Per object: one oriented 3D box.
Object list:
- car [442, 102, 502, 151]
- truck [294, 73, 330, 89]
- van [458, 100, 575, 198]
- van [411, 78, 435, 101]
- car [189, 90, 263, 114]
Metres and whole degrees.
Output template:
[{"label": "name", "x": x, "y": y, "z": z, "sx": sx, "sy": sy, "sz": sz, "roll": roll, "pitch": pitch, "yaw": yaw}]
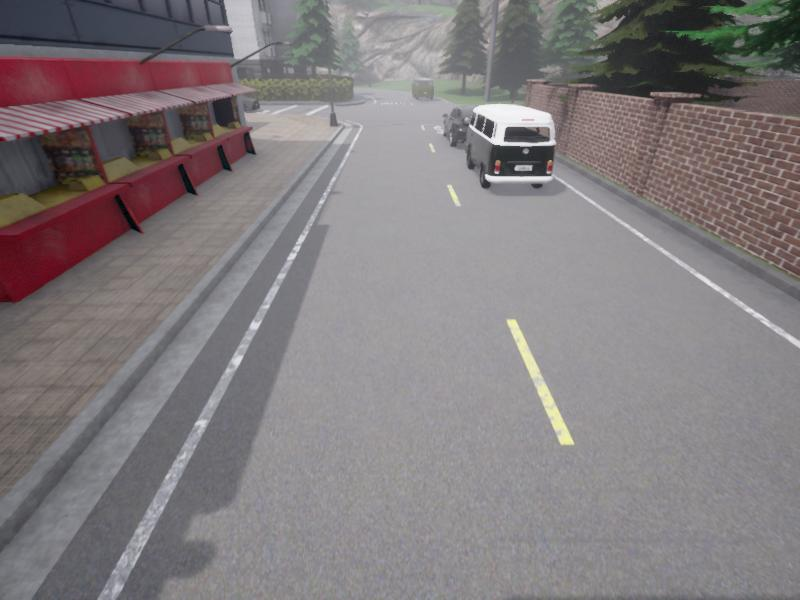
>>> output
[{"label": "car", "x": 3.111, "y": -8.042, "z": 18.305, "sx": 1.837, "sy": 1.490, "sz": 4.892, "roll": 0, "pitch": 30, "yaw": -1}, {"label": "truck", "x": -14.317, "y": -35.621, "z": 64.905, "sx": 6.274, "sy": 2.098, "sz": 2.390, "roll": 25, "pitch": 39, "yaw": 36}, {"label": "van", "x": 3.186, "y": -4.751, "z": 12.128, "sx": 2.069, "sy": 2.038, "sz": 4.480, "roll": 0, "pitch": 30, "yaw": -1}, {"label": "van", "x": 2.312, "y": -22.233, "z": 42.111, "sx": 1.775, "sy": 1.987, "sz": 4.442, "roll": -3, "pitch": 30, "yaw": -6}, {"label": "car", "x": -12.165, "y": -13.977, "z": 28.229, "sx": 4.181, "sy": 1.385, "sz": 1.994, "roll": 0, "pitch": 30, "yaw": 0}]
